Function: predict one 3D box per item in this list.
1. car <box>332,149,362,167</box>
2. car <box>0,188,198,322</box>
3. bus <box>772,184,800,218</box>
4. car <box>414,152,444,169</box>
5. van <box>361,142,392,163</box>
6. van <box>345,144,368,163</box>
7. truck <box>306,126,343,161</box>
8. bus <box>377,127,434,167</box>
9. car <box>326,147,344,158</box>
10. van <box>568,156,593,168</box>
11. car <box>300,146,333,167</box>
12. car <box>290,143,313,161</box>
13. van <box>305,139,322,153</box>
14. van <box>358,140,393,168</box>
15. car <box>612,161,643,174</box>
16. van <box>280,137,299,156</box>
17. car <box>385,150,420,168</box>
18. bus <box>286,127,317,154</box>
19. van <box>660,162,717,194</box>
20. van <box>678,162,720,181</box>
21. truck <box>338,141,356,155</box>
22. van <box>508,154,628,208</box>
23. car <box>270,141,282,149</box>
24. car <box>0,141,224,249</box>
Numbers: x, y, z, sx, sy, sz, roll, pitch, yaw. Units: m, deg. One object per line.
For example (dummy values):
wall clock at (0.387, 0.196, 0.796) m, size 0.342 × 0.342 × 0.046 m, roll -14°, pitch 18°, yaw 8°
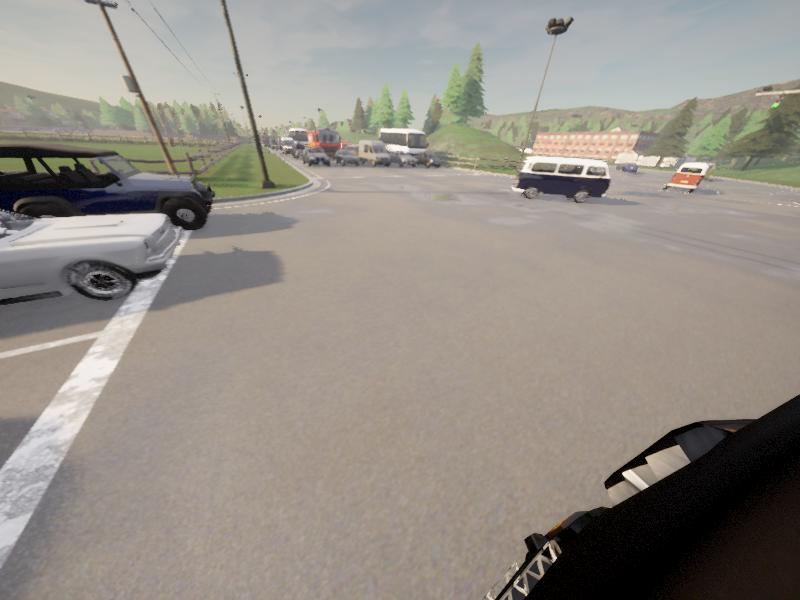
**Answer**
car at (-6.152, -16.314, 26.506) m, size 1.837 × 1.490 × 4.892 m, roll -14°, pitch 37°, yaw -24°
car at (-6.146, -0.617, 3.200) m, size 4.718 × 1.301 × 1.895 m, roll -16°, pitch 38°, yaw -25°
bus at (25.344, -6.415, 11.639) m, size 10.273 × 4.253 × 3.944 m, roll -14°, pitch 40°, yaw -23°
car at (3.682, -18.144, 29.900) m, size 1.851 × 1.617 × 3.988 m, roll -14°, pitch 37°, yaw -24°
van at (-3.683, -22.379, 34.930) m, size 2.351 × 2.431 × 6.366 m, roll -14°, pitch 38°, yaw -24°
van at (-6.287, -20.855, 32.847) m, size 1.775 × 1.987 × 4.442 m, roll -14°, pitch 37°, yaw -24°
truck at (-11.186, -22.834, 33.773) m, size 2.891 × 3.827 × 8.468 m, roll -14°, pitch 37°, yaw -24°
bus at (0.319, -23.139, 34.709) m, size 3.944 × 4.253 × 10.273 m, roll -14°, pitch 39°, yaw -24°
car at (-11.596, -26.423, 41.257) m, size 1.812 × 1.442 × 4.674 m, roll -15°, pitch 38°, yaw -24°
van at (38.347, -29.438, 49.127) m, size 1.775 × 1.987 × 4.442 m, roll 5°, pitch 34°, yaw 2°
car at (-8.981, -15.308, 24.623) m, size 2.242 × 1.667 × 4.611 m, roll -15°, pitch 38°, yaw -24°
car at (-13.582, -20.424, 31.733) m, size 1.932 × 1.855 × 4.605 m, roll -15°, pitch 38°, yaw -24°
van at (-20.944, -37.073, 55.574) m, size 2.351 × 2.431 × 6.366 m, roll -14°, pitch 37°, yaw -24°
van at (-3.049, -17.558, 27.665) m, size 1.988 × 2.561 × 5.915 m, roll -14°, pitch 37°, yaw -24°
car at (38.856, -22.738, 39.598) m, size 2.163 × 1.488 × 4.792 m, roll 15°, pitch 36°, yaw 17°
van at (-20.045, -27.780, 41.643) m, size 1.988 × 2.561 × 5.915 m, roll -14°, pitch 38°, yaw -24°
car at (0.213, -17.771, 29.061) m, size 2.152 × 1.651 × 5.027 m, roll -14°, pitch 37°, yaw -24°
bus at (-21.349, -34.279, 49.730) m, size 3.944 × 4.253 × 10.273 m, roll -14°, pitch 38°, yaw -24°
van at (24.415, -10.475, 19.636) m, size 4.480 × 2.038 × 2.069 m, roll -26°, pitch 44°, yaw -35°
van at (42.697, -18.541, 33.160) m, size 1.775 × 1.987 × 4.442 m, roll 20°, pitch 37°, yaw 23°
truck at (-12.562, -36.289, 55.006) m, size 2.627 × 2.467 × 5.204 m, roll -14°, pitch 38°, yaw -24°
van at (8.662, -6.570, 12.581) m, size 4.480 × 2.038 × 2.069 m, roll 11°, pitch 36°, yaw 12°
car at (-34.950, -43.634, 65.123) m, size 2.242 × 1.667 × 4.611 m, roll -14°, pitch 37°, yaw -24°
car at (-7.183, -2.808, 5.865) m, size 3.866 × 1.878 × 1.905 m, roll -16°, pitch 38°, yaw -25°
